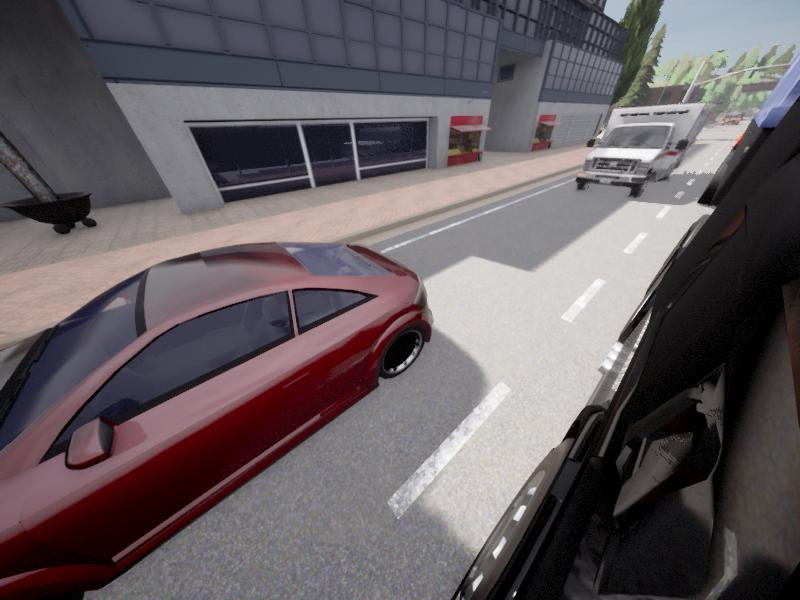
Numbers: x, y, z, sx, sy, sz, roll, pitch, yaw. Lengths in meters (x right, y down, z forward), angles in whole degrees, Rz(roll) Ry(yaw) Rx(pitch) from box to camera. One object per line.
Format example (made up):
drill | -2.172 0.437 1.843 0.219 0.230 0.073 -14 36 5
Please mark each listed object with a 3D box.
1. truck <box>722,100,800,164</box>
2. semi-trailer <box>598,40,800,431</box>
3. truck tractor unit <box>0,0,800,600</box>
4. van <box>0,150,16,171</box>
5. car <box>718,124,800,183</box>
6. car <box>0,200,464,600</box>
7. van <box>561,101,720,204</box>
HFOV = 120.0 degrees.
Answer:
truck | 21.388 -9.580 13.020 5.204 2.467 2.627 -30 44 -29
semi-trailer | 8.696 -3.606 4.231 14.254 4.402 2.717 -28 44 -30
truck tractor unit | 2.645 -0.295 0.351 6.516 4.208 3.053 -28 44 -30
van | -45.643 -15.419 24.973 1.988 2.561 5.915 -28 43 -30
car | 15.845 -6.287 9.679 4.611 1.667 2.242 -28 44 -30
car | -1.650 0.423 2.033 4.181 1.385 1.994 -28 44 -30
van | 9.176 -5.780 8.771 6.366 2.431 2.351 -28 44 -30
